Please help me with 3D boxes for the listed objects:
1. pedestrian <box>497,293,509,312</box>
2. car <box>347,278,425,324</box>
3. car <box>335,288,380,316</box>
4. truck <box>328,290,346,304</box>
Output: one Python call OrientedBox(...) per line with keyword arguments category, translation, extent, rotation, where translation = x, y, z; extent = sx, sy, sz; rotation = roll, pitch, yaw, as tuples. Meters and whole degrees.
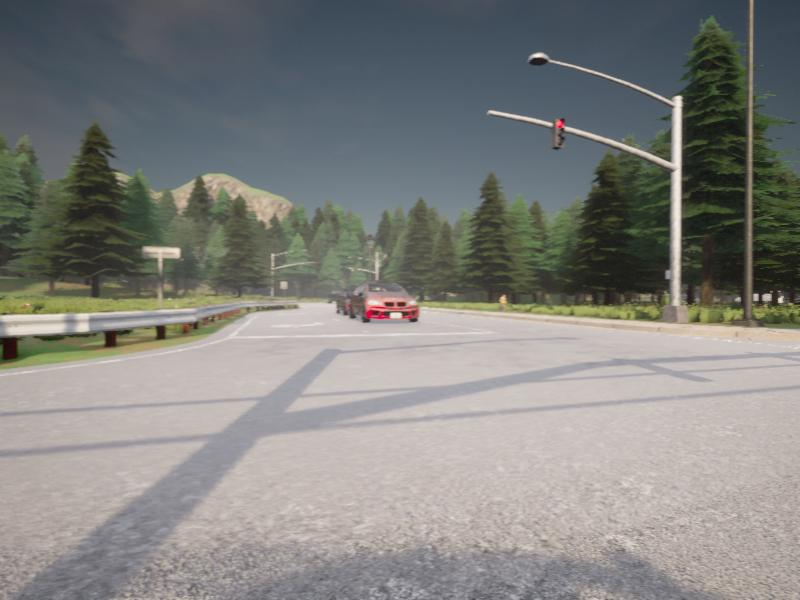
OrientedBox(category="pedestrian", translation=(5.988, 0.149, 23.274), extent=(0.500, 1.100, 0.500), rotation=(0, 0, -22))
OrientedBox(category="car", translation=(-0.784, 0.039, 16.950), extent=(2.242, 1.667, 4.611), rotation=(0, 0, -17))
OrientedBox(category="car", translation=(-2.536, 0.099, 22.795), extent=(1.816, 1.474, 4.193), rotation=(0, 0, -17))
OrientedBox(category="truck", translation=(-10.118, -0.455, 63.886), extent=(2.390, 2.098, 6.274), rotation=(0, 0, -13))
